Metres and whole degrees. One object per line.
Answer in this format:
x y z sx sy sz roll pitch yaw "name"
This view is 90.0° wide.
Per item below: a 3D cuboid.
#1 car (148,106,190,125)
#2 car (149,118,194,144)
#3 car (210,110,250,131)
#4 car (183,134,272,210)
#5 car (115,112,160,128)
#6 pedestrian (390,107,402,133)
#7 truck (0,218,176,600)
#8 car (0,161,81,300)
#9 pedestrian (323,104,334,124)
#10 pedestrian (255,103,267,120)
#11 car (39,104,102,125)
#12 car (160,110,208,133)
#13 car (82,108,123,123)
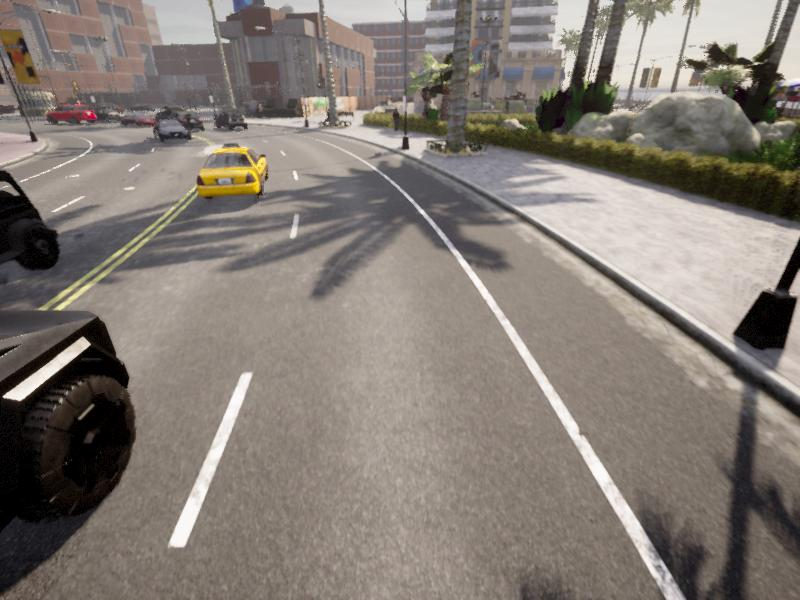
-25.936 -20.753 44.929 3.866 1.878 1.905 15 31 27 "car"
-16.753 -12.415 29.275 1.994 1.385 4.181 -18 32 -31 "car"
-16.279 -17.226 38.293 1.851 1.617 3.988 -24 36 -38 "car"
-5.658 -4.622 13.846 1.801 1.575 5.366 -6 28 -11 "car"
-27.925 -19.196 42.522 4.181 1.385 1.994 15 31 28 "car"
-0.305 -14.302 31.761 0.751 1.860 0.751 -12 29 -21 "pedestrian"
-3.555 1.706 1.042 2.390 2.098 6.274 -1 27 -1 "truck"
-7.645 -0.958 6.466 1.905 1.878 3.866 -4 28 -7 "car"
-7.344 -19.103 41.126 0.751 1.860 0.751 -24 36 -38 "pedestrian"
-16.938 -22.988 48.762 0.751 1.860 0.751 22 35 36 "pedestrian"
-38.067 -21.444 46.275 5.566 2.045 2.150 7 28 13 "car"
-20.193 -16.733 37.329 4.611 1.667 2.242 24 36 39 "car"
-36.479 -22.664 49.134 3.705 1.549 1.789 7 28 14 "car"
